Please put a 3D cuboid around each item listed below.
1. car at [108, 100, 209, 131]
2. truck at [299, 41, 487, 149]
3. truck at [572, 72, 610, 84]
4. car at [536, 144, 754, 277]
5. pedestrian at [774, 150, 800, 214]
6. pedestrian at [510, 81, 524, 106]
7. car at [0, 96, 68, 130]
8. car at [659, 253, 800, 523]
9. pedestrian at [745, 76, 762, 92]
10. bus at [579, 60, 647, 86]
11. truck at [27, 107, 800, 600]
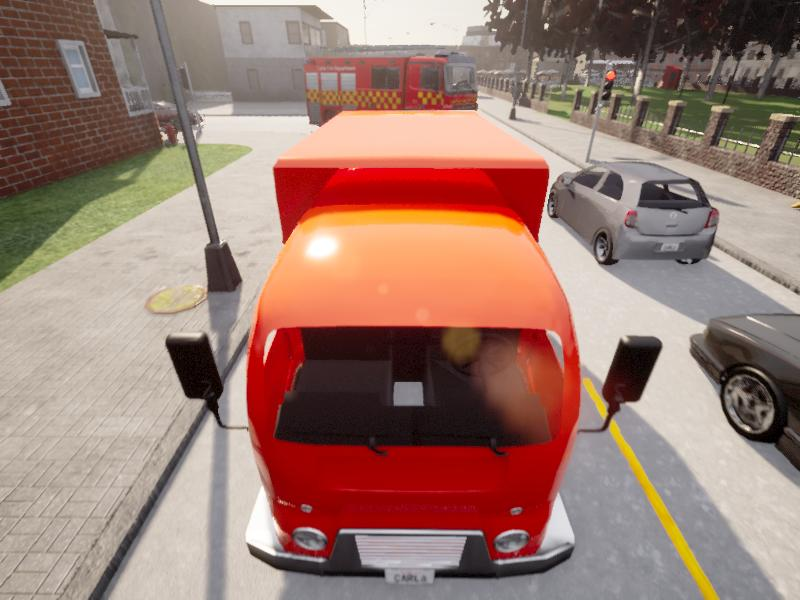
[{"bbox_3d":[-13.339,-10.339,22.322,4.181,1.385,1.994,0,30,0],"label":"car"},{"bbox_3d":[-0.593,-9.827,19.026,8.468,3.827,2.891,20,35,30],"label":"truck"},{"bbox_3d":[39.064,-45.461,81.965,6.274,2.098,2.390,0,30,0],"label":"truck"},{"bbox_3d":[4.277,-1.959,7.846,1.845,1.501,3.633,-1,30,-1],"label":"car"},{"bbox_3d":[9.463,-2.932,8.933,0.751,1.860,0.751,0,30,0],"label":"pedestrian"},{"bbox_3d":[9.735,-17.227,33.387,0.751,1.860,0.751,0,30,0],"label":"pedestrian"},{"bbox_3d":[-22.027,-10.456,22.345,5.008,1.535,1.882,0,30,1],"label":"car"},{"bbox_3d":[4.105,1.486,2.088,2.033,1.411,5.357,0,30,0],"label":"car"},{"bbox_3d":[46.540,-28.472,52.660,0.751,1.860,0.751,1,30,2],"label":"pedestrian"},{"bbox_3d":[41.352,-44.338,78.108,10.273,4.253,3.944,0,30,0],"label":"bus"},{"bbox_3d":[0.085,-0.390,4.200,2.627,2.467,5.204,0,31,1],"label":"truck"}]
